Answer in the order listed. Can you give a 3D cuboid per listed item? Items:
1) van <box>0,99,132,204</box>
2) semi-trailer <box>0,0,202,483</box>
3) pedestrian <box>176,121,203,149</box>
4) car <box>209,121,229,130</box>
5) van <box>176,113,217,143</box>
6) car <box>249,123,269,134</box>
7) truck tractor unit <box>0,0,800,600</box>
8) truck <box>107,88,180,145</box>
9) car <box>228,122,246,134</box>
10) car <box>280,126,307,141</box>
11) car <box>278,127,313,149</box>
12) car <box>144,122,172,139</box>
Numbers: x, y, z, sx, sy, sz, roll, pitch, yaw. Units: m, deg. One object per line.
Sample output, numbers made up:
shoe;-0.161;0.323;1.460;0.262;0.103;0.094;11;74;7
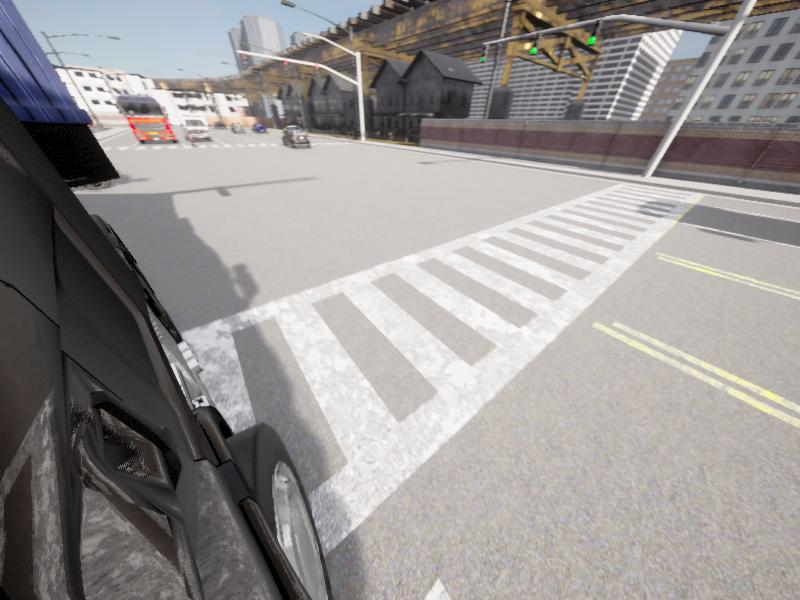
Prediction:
van;-12.847;-4.124;6.444;2.351;2.431;6.366;28;45;30
semi-trailer;-10.071;-0.780;0.530;14.254;4.402;2.717;-4;37;-7
pedestrian;-17.404;-13.653;19.120;0.751;1.860;0.751;22;42;24
car;-41.299;-39.850;52.709;4.892;1.490;1.837;29;45;31
van;-22.816;-19.277;25.824;2.351;2.431;6.366;-24;44;-30
car;-26.149;-31.802;42.830;1.812;1.442;4.674;-25;45;-30
truck tractor unit;-2.645;-0.295;0.352;6.516;4.208;3.053;28;44;30
truck;-24.955;-18.035;22.980;2.891;3.827;8.468;-25;45;-30
car;-29.194;-30.812;41.337;1.789;1.549;3.705;-25;45;-30
car;-14.321;-22.449;31.054;1.970;1.475;3.806;-25;45;-30
car;-10.155;-15.740;22.403;1.789;1.549;3.705;-25;45;-30
car;-30.302;-21.327;28.984;1.837;1.490;4.892;-25;45;-30
